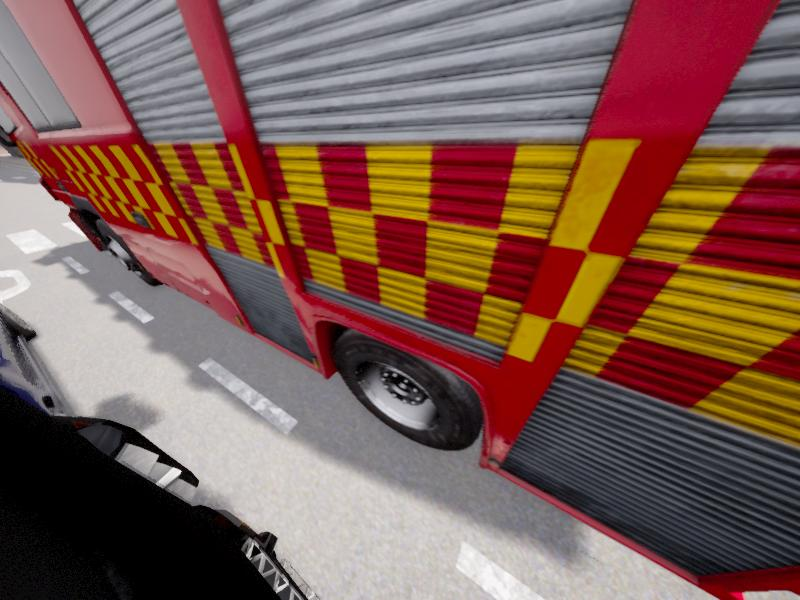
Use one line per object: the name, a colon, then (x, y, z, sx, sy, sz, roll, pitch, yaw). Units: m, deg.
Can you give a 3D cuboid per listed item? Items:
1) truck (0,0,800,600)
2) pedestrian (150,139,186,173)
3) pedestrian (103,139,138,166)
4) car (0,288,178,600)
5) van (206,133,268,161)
truck: (-1.510, -1.786, 2.733, 8.468, 3.827, 2.891, 18, 41, 25)
pedestrian: (-15.560, -9.663, 15.554, 0.751, 1.860, 0.751, 18, 42, 25)
pedestrian: (-22.962, -12.119, 19.008, 0.751, 1.860, 0.751, 4, 37, 8)
car: (-4.015, 0.840, 1.479, 4.718, 1.301, 1.895, 18, 41, 25)
van: (-16.082, -15.368, 23.133, 1.775, 1.987, 4.442, 18, 41, 25)
